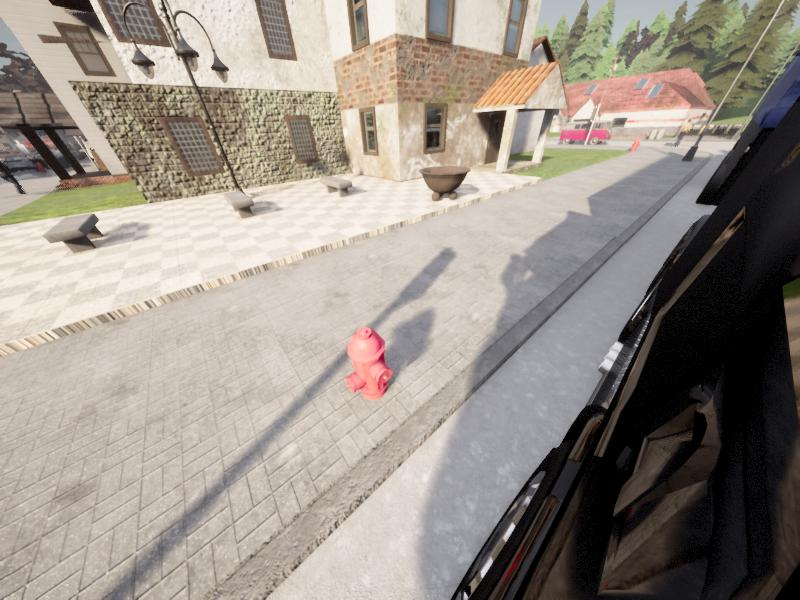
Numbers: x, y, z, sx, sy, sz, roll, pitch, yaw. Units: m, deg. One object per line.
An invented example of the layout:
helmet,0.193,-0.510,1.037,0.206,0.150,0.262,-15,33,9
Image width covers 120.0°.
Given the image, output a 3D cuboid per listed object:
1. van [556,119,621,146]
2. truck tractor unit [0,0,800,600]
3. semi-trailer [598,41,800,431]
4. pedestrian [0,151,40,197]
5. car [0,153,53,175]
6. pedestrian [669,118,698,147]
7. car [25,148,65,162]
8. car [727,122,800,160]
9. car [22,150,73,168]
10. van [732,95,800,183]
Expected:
van,19.195,-17.160,23.731,1.775,1.987,4.442,-28,43,-30
truck tractor unit,2.645,-0.295,0.352,6.516,4.208,3.053,-28,44,-30
semi-trailer,8.682,-3.616,4.244,14.254,4.402,2.717,-28,44,-30
pedestrian,-19.209,-6.129,11.259,0.751,1.860,0.751,-23,41,-25
car,-37.292,-13.588,22.980,1.994,1.385,4.181,-28,44,-30
pedestrian,23.278,-13.748,18.980,0.751,1.860,0.751,-32,46,-33
car,-56.203,-23.042,36.701,2.163,1.488,4.792,-28,43,-29
car,21.442,-9.330,13.485,1.789,1.549,3.705,25,45,32
car,-42.316,-17.086,27.948,2.033,1.411,5.357,-28,44,-30
van,16.590,-6.753,9.529,5.915,2.561,1.988,-26,43,-28
